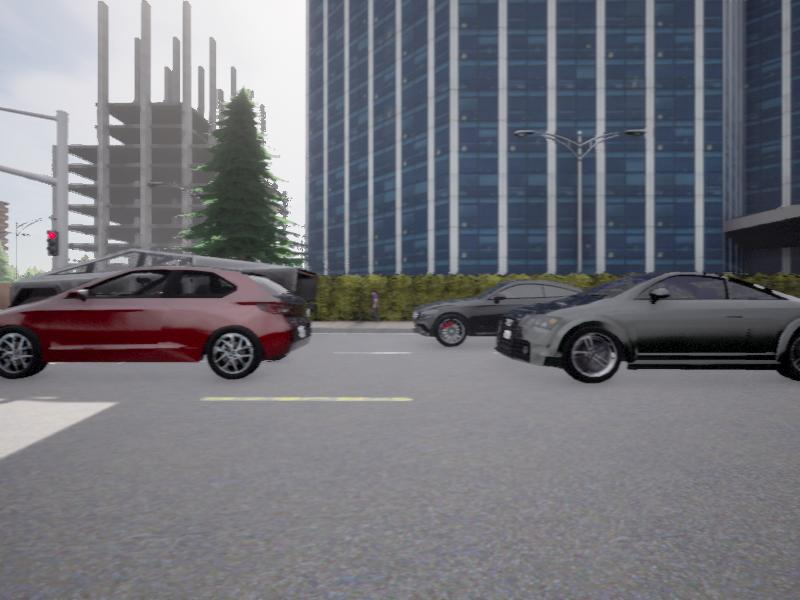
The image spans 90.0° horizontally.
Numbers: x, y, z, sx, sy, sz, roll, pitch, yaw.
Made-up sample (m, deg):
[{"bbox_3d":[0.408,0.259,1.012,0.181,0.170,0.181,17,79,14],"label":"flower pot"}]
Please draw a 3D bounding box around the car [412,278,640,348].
[{"bbox_3d":[2.636,0.269,9.204,4.674,1.442,1.812,0,0,1],"label":"car"}]

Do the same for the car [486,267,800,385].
[{"bbox_3d":[3.530,0.306,5.702,4.181,1.385,1.994,0,0,0],"label":"car"}]

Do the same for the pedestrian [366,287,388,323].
[{"bbox_3d":[-0.850,0.165,14.855,0.751,1.300,0.751,0,0,1],"label":"pedestrian"}]

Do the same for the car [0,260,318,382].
[{"bbox_3d":[-3.469,0.255,5.776,4.193,1.474,1.816,0,0,1],"label":"car"}]

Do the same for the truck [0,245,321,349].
[{"bbox_3d":[-5.224,-0.056,9.299,6.274,2.098,2.390,0,0,1],"label":"truck"}]
